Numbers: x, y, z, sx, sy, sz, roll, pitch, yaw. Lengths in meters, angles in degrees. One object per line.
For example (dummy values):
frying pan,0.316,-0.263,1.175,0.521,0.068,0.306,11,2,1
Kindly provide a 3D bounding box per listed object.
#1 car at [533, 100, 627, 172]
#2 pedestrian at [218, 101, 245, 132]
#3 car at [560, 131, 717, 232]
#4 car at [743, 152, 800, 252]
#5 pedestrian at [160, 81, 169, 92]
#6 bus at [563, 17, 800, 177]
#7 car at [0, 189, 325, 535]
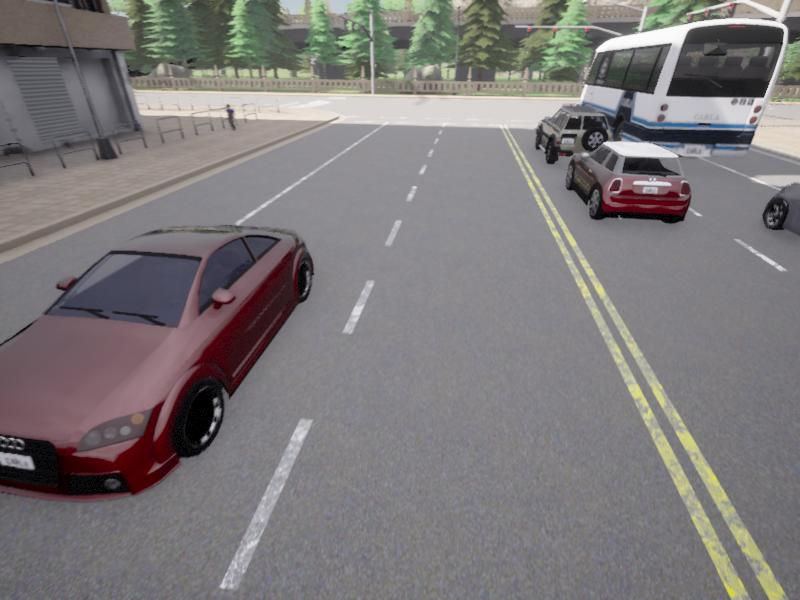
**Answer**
car,6.429,-6.292,14.983,1.932,1.855,4.605,5,31,7
pedestrian,-8.246,-8.981,19.609,0.751,1.300,0.751,5,31,8
car,5.513,-3.119,9.947,1.970,1.475,3.806,5,31,7
car,8.582,-1.518,7.196,1.845,1.501,3.633,5,30,7
pedestrian,-27.731,-25.195,47.132,0.500,1.100,0.500,6,31,9
bus,10.236,-8.554,16.550,3.944,4.253,10.273,5,31,7
car,-2.524,0.034,4.555,1.994,1.385,4.181,5,31,7
